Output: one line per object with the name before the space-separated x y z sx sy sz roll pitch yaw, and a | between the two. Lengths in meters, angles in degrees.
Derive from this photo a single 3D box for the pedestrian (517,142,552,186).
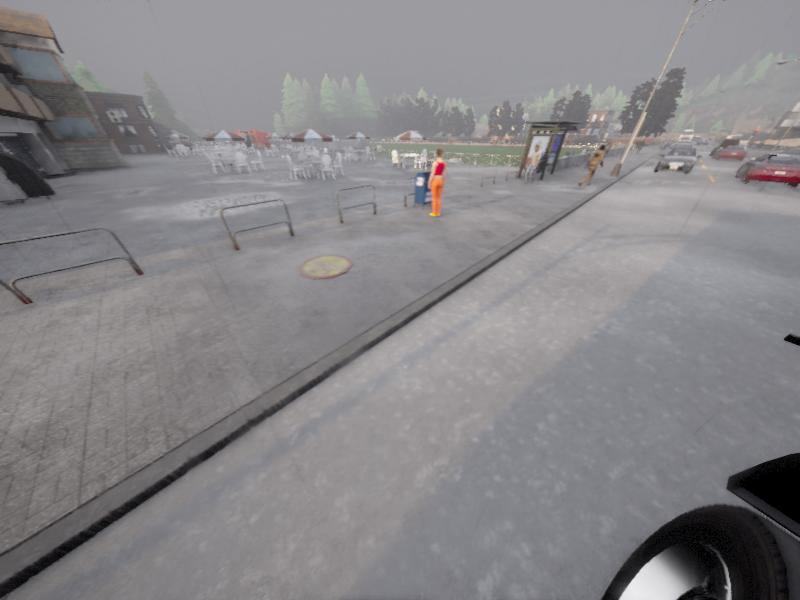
pedestrian | 6.786 -6.897 11.734 0.751 1.860 0.751 -14 38 -18

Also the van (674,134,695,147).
van | 69.804 -39.201 56.770 6.366 2.431 2.351 -30 45 -35

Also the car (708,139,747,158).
car | 41.401 -19.315 29.326 3.866 1.878 1.905 -30 45 -35

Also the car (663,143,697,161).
car | 32.198 -17.113 26.588 4.892 1.490 1.837 -30 45 -35

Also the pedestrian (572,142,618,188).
pedestrian | 9.369 -6.514 11.191 0.751 1.860 0.751 -8 36 -10

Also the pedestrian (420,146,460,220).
pedestrian | 1.148 -3.499 6.967 0.751 1.860 0.751 -10 37 -13

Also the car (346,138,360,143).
car | -17.371 -59.200 85.726 4.856 1.649 2.033 -30 45 -35

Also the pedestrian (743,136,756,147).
pedestrian | 75.118 -34.122 49.691 0.751 1.860 0.751 -28 44 -34

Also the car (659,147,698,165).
car | 27.303 -14.206 22.682 4.718 1.301 1.895 -30 45 -35

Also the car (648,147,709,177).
car | 20.087 -10.084 16.713 4.902 1.511 2.128 -29 45 -35

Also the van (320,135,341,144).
van | -24.029 -55.675 80.100 6.366 2.431 2.351 -30 45 -35

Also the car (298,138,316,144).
car | -30.319 -51.697 75.249 4.974 1.542 2.038 -30 45 -35

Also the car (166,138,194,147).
car | -56.079 -40.169 58.918 4.553 1.767 2.097 -30 45 -35

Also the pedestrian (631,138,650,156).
pedestrian | 30.481 -19.413 29.288 0.751 1.860 0.751 -18 39 -23

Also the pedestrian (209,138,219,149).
pedestrian | -38.469 -32.485 47.838 0.751 1.860 0.751 -8 36 -11

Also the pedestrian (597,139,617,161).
pedestrian | 20.689 -15.020 23.130 0.751 1.860 0.751 -30 45 -35

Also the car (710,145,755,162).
car | 36.348 -16.172 25.366 1.994 1.385 4.181 29 44 34

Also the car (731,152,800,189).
car | 21.412 -7.556 13.279 1.994 1.385 4.181 30 45 35

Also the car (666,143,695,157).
car | 38.493 -20.720 31.735 5.357 1.411 2.033 -30 45 -35

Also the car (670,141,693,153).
car | 46.363 -25.274 38.038 4.892 1.490 1.837 -29 44 -34
